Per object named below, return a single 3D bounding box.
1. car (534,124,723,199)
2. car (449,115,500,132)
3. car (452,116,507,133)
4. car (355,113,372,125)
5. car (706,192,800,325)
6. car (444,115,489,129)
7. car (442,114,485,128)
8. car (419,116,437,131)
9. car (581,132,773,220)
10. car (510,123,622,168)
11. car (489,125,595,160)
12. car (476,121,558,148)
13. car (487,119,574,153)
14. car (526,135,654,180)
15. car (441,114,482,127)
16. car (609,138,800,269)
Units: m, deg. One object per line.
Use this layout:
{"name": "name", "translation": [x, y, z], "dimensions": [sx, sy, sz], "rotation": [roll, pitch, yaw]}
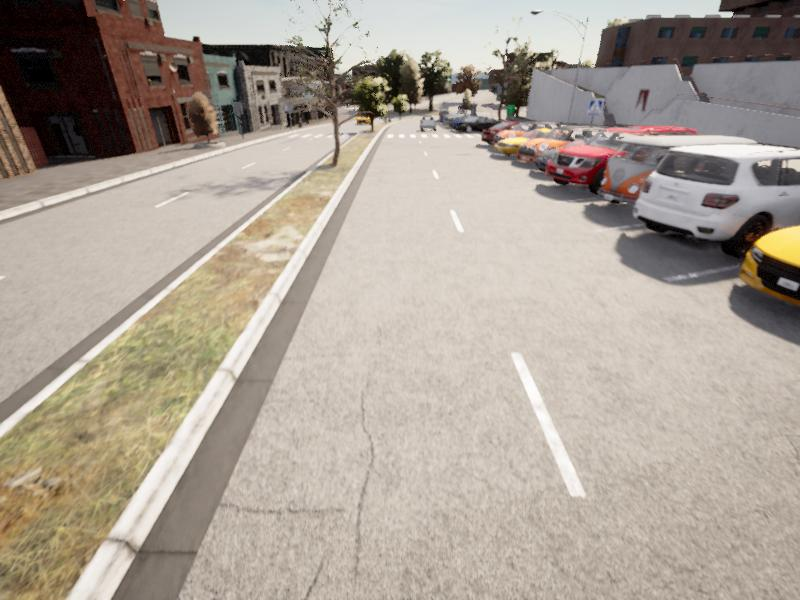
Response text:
{"name": "car", "translation": [8.069, -5.116, 14.382], "dimensions": [5.566, 2.045, 2.435], "rotation": [-9, 29, -18]}
{"name": "car", "translation": [8.136, -19.355, 43.858], "dimensions": [5.008, 1.535, 2.097], "rotation": [-8, 27, -18]}
{"name": "car", "translation": [8.129, -18.072, 41.187], "dimensions": [5.008, 1.535, 2.097], "rotation": [-8, 27, -18]}
{"name": "car", "translation": [-5.351, -26.912, 59.547], "dimensions": [1.882, 1.535, 5.008], "rotation": [1, 26, 2]}
{"name": "car", "translation": [8.086, -0.841, 6.554], "dimensions": [5.008, 1.535, 2.097], "rotation": [-9, 29, -18]}
{"name": "car", "translation": [8.169, -21.906, 49.192], "dimensions": [4.892, 1.521, 2.231], "rotation": [-7, 27, -17]}
{"name": "car", "translation": [8.228, -23.181, 51.862], "dimensions": [4.892, 1.521, 2.231], "rotation": [-7, 26, -17]}
{"name": "car", "translation": [3.088, -19.809, 44.810], "dimensions": [1.845, 1.501, 3.633], "rotation": [0, 26, 0]}
{"name": "car", "translation": [7.983, -3.736, 11.716], "dimensions": [4.442, 1.987, 1.878], "rotation": [-9, 29, -18]}
{"name": "car", "translation": [8.129, -7.693, 19.778], "dimensions": [4.553, 1.767, 2.185], "rotation": [-8, 28, -18]}
{"name": "car", "translation": [7.929, -8.882, 22.422], "dimensions": [5.366, 1.575, 1.946], "rotation": [-8, 28, -18]}
{"name": "car", "translation": [8.101, -11.554, 27.820], "dimensions": [5.008, 1.535, 2.097], "rotation": [-8, 27, -18]}
{"name": "car", "translation": [8.138, -10.350, 25.104], "dimensions": [4.553, 1.767, 2.185], "rotation": [-8, 28, -18]}
{"name": "car", "translation": [8.097, -6.206, 17.185], "dimensions": [4.674, 1.452, 2.002], "rotation": [-9, 28, -18]}
{"name": "car", "translation": [8.313, -24.452, 54.530], "dimensions": [4.892, 1.521, 2.231], "rotation": [-7, 26, -16]}
{"name": "car", "translation": [8.112, -2.430, 9.101], "dimensions": [5.566, 2.045, 2.435], "rotation": [-9, 28, -18]}
